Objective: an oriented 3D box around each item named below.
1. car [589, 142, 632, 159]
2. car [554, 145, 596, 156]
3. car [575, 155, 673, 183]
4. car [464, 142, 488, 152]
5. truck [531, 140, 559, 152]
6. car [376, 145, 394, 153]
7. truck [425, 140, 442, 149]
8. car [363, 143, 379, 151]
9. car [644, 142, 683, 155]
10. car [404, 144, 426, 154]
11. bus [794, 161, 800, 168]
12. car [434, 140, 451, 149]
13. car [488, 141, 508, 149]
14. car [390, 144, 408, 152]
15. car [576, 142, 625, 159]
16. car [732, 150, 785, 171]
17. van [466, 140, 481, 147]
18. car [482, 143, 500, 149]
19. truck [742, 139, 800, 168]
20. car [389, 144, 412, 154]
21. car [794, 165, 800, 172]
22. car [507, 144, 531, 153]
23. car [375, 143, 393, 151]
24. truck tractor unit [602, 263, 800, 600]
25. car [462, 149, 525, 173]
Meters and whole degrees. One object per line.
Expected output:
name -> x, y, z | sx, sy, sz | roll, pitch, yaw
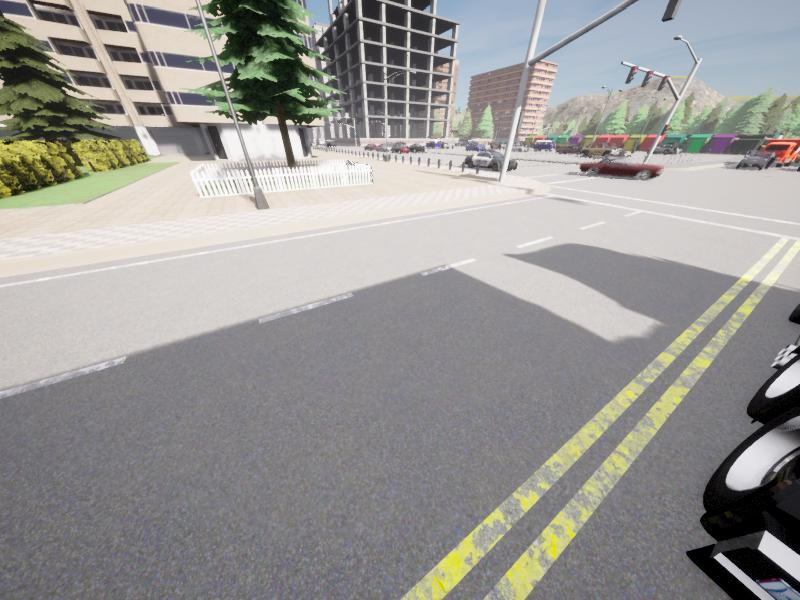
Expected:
car -> 30.704, -21.944, 33.816 | 1.905, 1.878, 3.866 | -18, 39, -24
car -> 29.843, -25.721, 39.639 | 2.033, 1.415, 5.357 | -18, 39, -24
car -> 16.003, -9.618, 16.788 | 1.895, 1.301, 4.718 | -26, 43, -32
car -> 16.246, -32.864, 49.679 | 2.242, 1.667, 4.611 | -18, 39, -24
truck -> 31.840, -33.936, 50.869 | 2.069, 2.038, 4.478 | -18, 39, -24
car -> -3.216, -31.822, 48.524 | 1.895, 1.301, 4.718 | -18, 39, -24
truck -> 8.726, -40.555, 60.202 | 2.069, 2.038, 4.478 | -18, 39, -24
car -> -6.720, -35.338, 53.417 | 1.812, 1.442, 4.674 | -18, 39, -24
car -> 47.692, -27.500, 41.917 | 1.905, 1.878, 3.866 | -18, 39, -24
car -> 2.916, -29.847, 45.523 | 1.882, 1.535, 5.008 | -18, 39, -25
bus -> 47.618, -16.332, 24.069 | 10.273, 4.253, 3.944 | -17, 39, -23
car -> 11.200, -41.329, 61.497 | 1.932, 1.855, 4.605 | -18, 39, -24
car -> 26.607, -42.125, 62.753 | 1.932, 1.855, 4.605 | -18, 39, -24
car -> -0.340, -33.020, 50.136 | 1.812, 1.442, 4.674 | -18, 39, -25
car -> 28.168, -21.157, 32.662 | 1.932, 1.855, 4.605 | -18, 39, -24
car -> 34.648, -13.545, 22.358 | 3.633, 1.501, 1.845 | -18, 39, -24
van -> 26.593, -56.527, 83.468 | 4.480, 2.038, 2.069 | -18, 39, -25
car -> 24.306, -41.170, 61.734 | 1.784, 1.438, 3.905 | -18, 39, -24
truck -> 40.591, -15.796, 24.812 | 5.204, 2.467, 2.627 | -17, 39, -23
car -> -0.019, -28.737, 43.957 | 2.163, 1.488, 4.792 | -18, 39, -24
car -> 38.891, -12.643, 21.014 | 5.027, 1.651, 2.152 | -18, 39, -24
car -> 24.332, -31.194, 47.466 | 1.970, 1.475, 3.806 | -18, 39, -24
car -> -3.981, -36.604, 55.298 | 2.033, 1.411, 5.357 | -18, 39, -24
truck tractor unit -> 5.108, -0.304, 0.785 | 6.516, 4.208, 3.053 | -18, 39, -24
car -> 8.220, -12.626, 20.845 | 2.038, 1.542, 4.974 | -18, 39, -24
